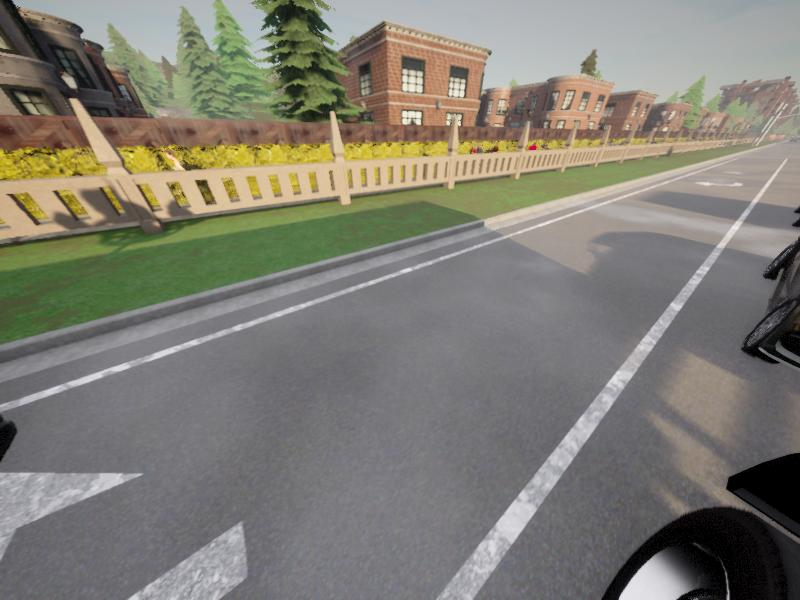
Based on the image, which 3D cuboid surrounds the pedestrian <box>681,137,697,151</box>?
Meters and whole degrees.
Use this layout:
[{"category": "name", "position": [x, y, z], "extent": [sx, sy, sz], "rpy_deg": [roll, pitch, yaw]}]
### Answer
[{"category": "pedestrian", "position": [47.877, -25.828, 38.285], "extent": [0.751, 1.860, 0.751], "rpy_deg": [-22, 41, -28]}]

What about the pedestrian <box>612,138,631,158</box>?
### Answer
[{"category": "pedestrian", "position": [25.748, -17.698, 26.899], "extent": [0.751, 1.860, 0.751], "rpy_deg": [-23, 41, -28]}]

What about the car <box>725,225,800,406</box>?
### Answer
[{"category": "car", "position": [6.488, -0.149, 2.681], "extent": [5.027, 1.651, 2.152], "rpy_deg": [-22, 41, -28]}]

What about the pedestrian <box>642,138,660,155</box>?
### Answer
[{"category": "pedestrian", "position": [33.737, -20.668, 31.056], "extent": [0.751, 1.860, 0.751], "rpy_deg": [-22, 41, -28]}]

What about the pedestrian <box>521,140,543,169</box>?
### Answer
[{"category": "pedestrian", "position": [10.319, -11.453, 18.150], "extent": [0.751, 1.860, 0.751], "rpy_deg": [-23, 41, -28]}]

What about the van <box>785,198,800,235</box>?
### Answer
[{"category": "van", "position": [13.272, -3.066, 6.444], "extent": [4.442, 1.987, 1.775], "rpy_deg": [-22, 41, -28]}]

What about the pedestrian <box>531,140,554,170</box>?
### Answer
[{"category": "pedestrian", "position": [10.659, -10.874, 17.327], "extent": [0.751, 1.860, 0.751], "rpy_deg": [-26, 43, -32]}]

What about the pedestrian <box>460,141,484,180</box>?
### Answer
[{"category": "pedestrian", "position": [4.212, -8.216, 13.602], "extent": [0.751, 1.860, 0.751], "rpy_deg": [-23, 41, -29]}]

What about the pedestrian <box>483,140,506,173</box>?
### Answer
[{"category": "pedestrian", "position": [6.508, -9.891, 15.960], "extent": [0.751, 1.860, 0.751], "rpy_deg": [-21, 40, -27]}]

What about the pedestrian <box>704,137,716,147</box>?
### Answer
[{"category": "pedestrian", "position": [68.917, -35.125, 51.326], "extent": [0.751, 1.860, 0.751], "rpy_deg": [-22, 41, -28]}]

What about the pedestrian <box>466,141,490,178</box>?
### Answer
[{"category": "pedestrian", "position": [4.761, -8.661, 14.230], "extent": [0.751, 1.860, 0.751], "rpy_deg": [-22, 41, -28]}]

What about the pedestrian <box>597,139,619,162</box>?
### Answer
[{"category": "pedestrian", "position": [20.485, -14.767, 22.780], "extent": [0.751, 1.860, 0.751], "rpy_deg": [-23, 41, -29]}]

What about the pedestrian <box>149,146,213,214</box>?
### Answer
[{"category": "pedestrian", "position": [-7.049, -3.905, 7.567], "extent": [0.751, 1.860, 0.751], "rpy_deg": [-18, 39, -23]}]
